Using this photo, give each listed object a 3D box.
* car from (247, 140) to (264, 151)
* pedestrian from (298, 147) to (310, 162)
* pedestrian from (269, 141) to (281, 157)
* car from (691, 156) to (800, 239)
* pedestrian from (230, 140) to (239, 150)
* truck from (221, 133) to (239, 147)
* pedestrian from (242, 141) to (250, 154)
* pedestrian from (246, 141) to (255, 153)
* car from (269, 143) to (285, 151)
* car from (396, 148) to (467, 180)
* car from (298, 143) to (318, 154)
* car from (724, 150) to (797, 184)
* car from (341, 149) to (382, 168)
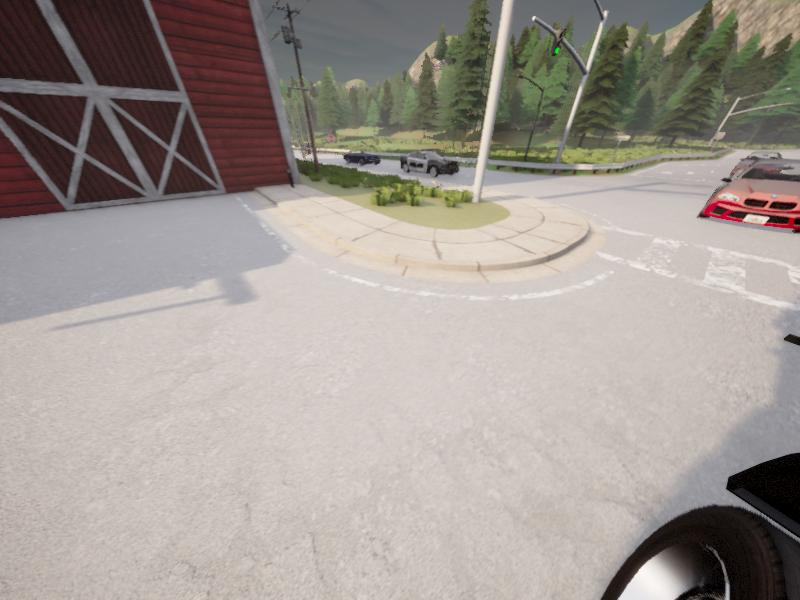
[{"bbox_3d":[-34.963,-37.464,55.802,2.150,2.045,5.566,-24,42,-30],"label":"car"},{"bbox_3d":[-10.392,-15.749,25.053,0.751,1.300,0.751,-25,42,-30],"label":"pedestrian"},{"bbox_3d":[-17.445,-21.119,32.260,0.751,1.860,0.751,-24,41,-29],"label":"pedestrian"},{"bbox_3d":[11.923,-3.539,7.477,4.611,1.667,2.242,-25,42,-31],"label":"car"},{"bbox_3d":[-38.999,-36.590,54.435,0.751,1.860,0.751,2,35,3],"label":"pedestrian"},{"bbox_3d":[-59.894,-56.391,81.362,2.891,3.827,8.468,-24,42,-30],"label":"truck"},{"bbox_3d":[-28.168,-27.879,42.224,0.751,1.860,0.751,-19,39,-24],"label":"pedestrian"},{"bbox_3d":[-28.438,-29.125,43.999,0.751,1.860,0.751,25,42,31],"label":"pedestrian"},{"bbox_3d":[-29.033,-36.155,54.411,1.812,1.442,4.674,-24,42,-30],"label":"car"},{"bbox_3d":[2.100,-10.244,17.138,1.930,1.638,5.238,-24,42,-30],"label":"car"},{"bbox_3d":[-16.476,-27.055,41.229,1.851,1.617,3.988,-24,42,-30],"label":"car"},{"bbox_3d":[22.604,-8.498,14.605,4.193,1.474,1.816,-25,42,-31],"label":"car"},{"bbox_3d":[-3.943,-14.515,23.561,1.895,1.301,4.718,-24,42,-30],"label":"car"}]
